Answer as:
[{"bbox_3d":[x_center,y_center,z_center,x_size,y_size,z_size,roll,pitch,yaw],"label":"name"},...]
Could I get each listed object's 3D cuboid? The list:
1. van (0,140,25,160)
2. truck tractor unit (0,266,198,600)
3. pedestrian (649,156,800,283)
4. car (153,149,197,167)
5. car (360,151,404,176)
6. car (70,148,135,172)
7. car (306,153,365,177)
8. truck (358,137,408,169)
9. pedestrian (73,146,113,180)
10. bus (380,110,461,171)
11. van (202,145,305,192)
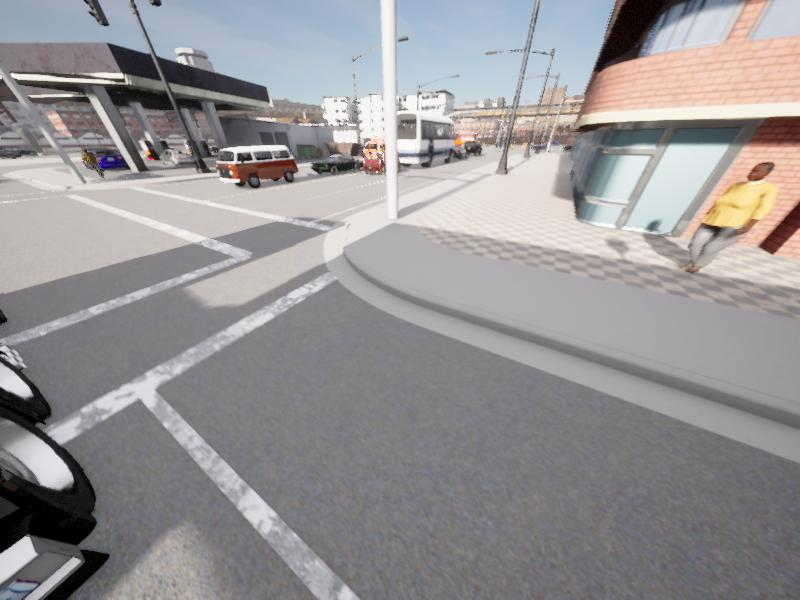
[{"bbox_3d":[-62.292,-22.406,34.531,1.988,2.561,5.915,18,38,24],"label":"van"},{"bbox_3d":[-5.117,-0.294,0.774,6.516,4.208,3.053,18,39,24],"label":"truck tractor unit"},{"bbox_3d":[5.472,-1.307,3.891,0.751,1.860,0.751,-4,35,-5],"label":"pedestrian"},{"bbox_3d":[-24.772,-15.721,25.476,3.806,1.475,1.970,18,39,25],"label":"car"},{"bbox_3d":[-1.338,-11.154,18.761,1.845,1.501,3.633,17,38,24],"label":"car"},{"bbox_3d":[-26.968,-12.787,20.984,4.611,1.667,2.242,18,39,25],"label":"car"},{"bbox_3d":[-5.110,-11.278,19.174,1.895,1.301,4.718,17,38,24],"label":"car"},{"bbox_3d":[-1.584,-15.419,24.086,2.627,2.467,5.204,17,38,24],"label":"truck"},{"bbox_3d":[-20.236,-9.022,15.244,0.751,1.860,0.751,22,41,29],"label":"pedestrian"},{"bbox_3d":[2.535,-16.474,24.010,3.944,4.253,10.273,17,39,24],"label":"bus"},{"bbox_3d":[-8.495,-8.127,14.007,2.069,2.038,4.480,17,38,23],"label":"van"}]
